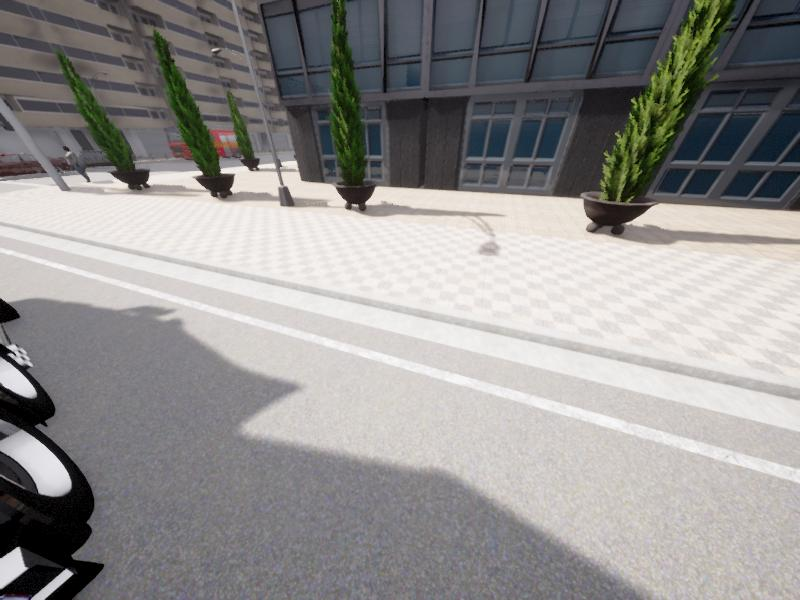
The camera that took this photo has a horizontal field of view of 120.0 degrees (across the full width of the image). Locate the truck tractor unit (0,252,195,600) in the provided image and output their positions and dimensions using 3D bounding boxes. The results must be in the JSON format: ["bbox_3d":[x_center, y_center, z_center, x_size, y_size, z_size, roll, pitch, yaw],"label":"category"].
[{"bbox_3d":[-5.091,-0.319,0.812,6.516,4.208,3.053,19,39,25],"label":"truck tractor unit"}]

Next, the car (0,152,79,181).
[{"bbox_3d":[-27.890,-9.734,16.735,1.882,1.535,5.008,11,36,16],"label":"car"}]

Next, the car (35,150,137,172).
[{"bbox_3d":[-29.391,-13.279,21.961,2.033,1.411,5.357,11,36,16],"label":"car"}]

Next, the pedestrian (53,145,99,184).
[{"bbox_3d":[-18.642,-7.818,13.325,0.751,1.860,0.751,25,42,31],"label":"pedestrian"}]

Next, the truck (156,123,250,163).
[{"bbox_3d":[-25.285,-20.762,30.547,2.891,3.827,8.468,12,37,17],"label":"truck"}]
